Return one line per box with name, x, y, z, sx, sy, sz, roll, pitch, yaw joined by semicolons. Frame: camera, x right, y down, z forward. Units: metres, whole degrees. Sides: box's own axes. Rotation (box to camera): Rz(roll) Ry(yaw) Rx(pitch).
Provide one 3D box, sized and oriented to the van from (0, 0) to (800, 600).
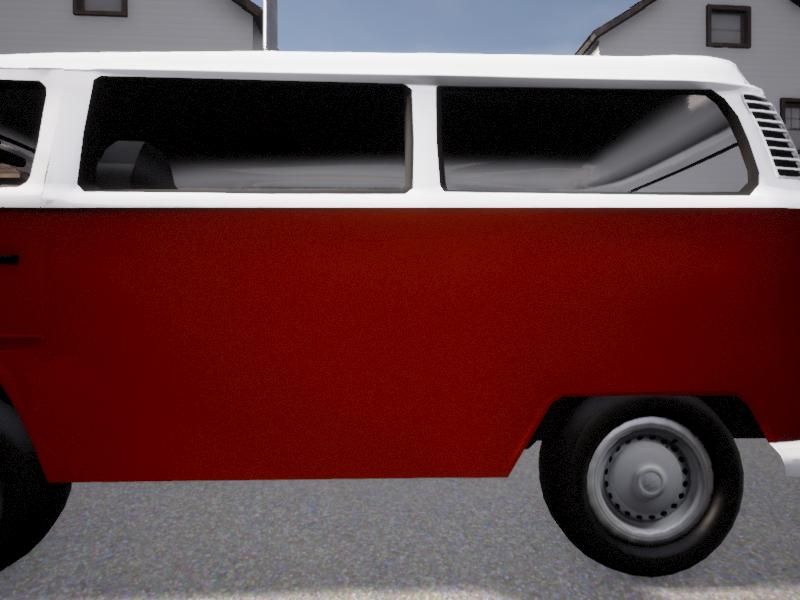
van;-0.423;-0.028;2.192;4.480;2.038;2.069;0;0;-2
